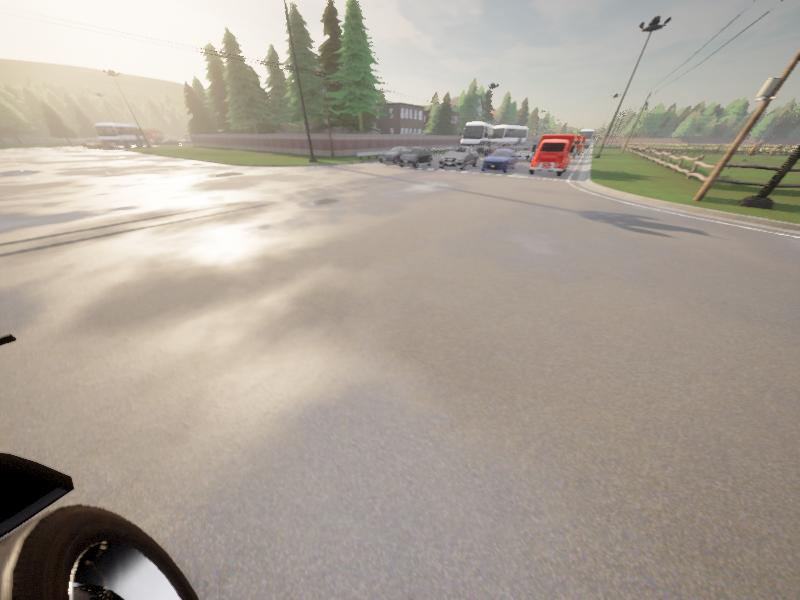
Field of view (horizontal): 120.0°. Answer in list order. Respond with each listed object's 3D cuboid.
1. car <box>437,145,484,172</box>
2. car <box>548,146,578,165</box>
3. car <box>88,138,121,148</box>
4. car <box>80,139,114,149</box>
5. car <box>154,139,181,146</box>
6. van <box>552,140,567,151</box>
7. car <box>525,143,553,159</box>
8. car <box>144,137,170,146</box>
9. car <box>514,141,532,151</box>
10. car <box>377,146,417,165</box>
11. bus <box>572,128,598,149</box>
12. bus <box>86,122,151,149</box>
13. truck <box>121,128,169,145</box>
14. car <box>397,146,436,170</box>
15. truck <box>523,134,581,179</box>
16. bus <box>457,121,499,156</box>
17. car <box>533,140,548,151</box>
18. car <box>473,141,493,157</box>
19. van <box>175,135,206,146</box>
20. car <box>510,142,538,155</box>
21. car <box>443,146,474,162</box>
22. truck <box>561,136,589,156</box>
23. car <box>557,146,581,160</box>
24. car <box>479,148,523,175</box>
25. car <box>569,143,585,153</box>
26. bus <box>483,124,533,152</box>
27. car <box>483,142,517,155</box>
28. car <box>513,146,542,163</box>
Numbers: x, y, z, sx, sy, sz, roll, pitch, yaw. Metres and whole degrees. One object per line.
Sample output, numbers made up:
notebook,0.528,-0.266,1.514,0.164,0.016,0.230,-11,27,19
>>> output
car,5.397,-12.601,20.416,2.152,1.651,5.027,21,40,26
car,17.990,-16.000,25.435,2.007,1.525,4.514,22,40,27
car,-66.965,-35.732,52.518,2.033,1.649,4.856,-7,36,-11
car,-61.420,-31.704,46.950,1.801,1.575,5.366,-12,37,-17
car,-63.489,-43.194,63.278,2.163,1.488,4.792,5,35,6
van,34.525,-33.459,49.942,1.775,1.987,4.442,22,41,28
car,19.239,-20.645,31.907,2.242,1.667,4.611,22,41,28
car,-66.925,-43.794,63.750,1.932,1.855,4.605,5,35,6
car,27.689,-34.657,51.898,2.152,1.651,5.027,25,42,31
car,-0.216,-15.016,23.943,1.812,1.442,4.674,21,40,27
bus,50.954,-44.340,63.564,3.944,4.253,10.273,22,40,28
bus,-58.764,-34.702,48.867,3.944,4.253,10.273,-12,37,-17
truck,-73.229,-47.178,66.793,2.891,3.827,8.468,6,36,8
car,1.506,-12.858,20.801,1.789,1.549,3.705,21,40,26
truck,11.502,-10.936,17.374,2.627,2.467,5.204,21,40,26
bus,13.181,-26.927,38.533,3.944,4.253,10.273,17,38,21
car,30.802,-33.882,50.588,1.905,1.878,3.866,22,41,28
car,12.121,-22.096,33.703,1.905,1.878,3.866,16,38,21
van,-59.342,-45.467,65.707,2.351,2.431,6.366,6,36,8
car,20.530,-25.068,38.190,2.242,1.667,4.611,30,44,34
car,6.992,-17.413,27.474,1.994,1.385,4.181,22,41,28
truck,28.562,-25.164,37.696,2.627,2.467,5.204,22,41,27
car,22.933,-20.038,31.344,1.994,1.385,4.181,22,40,27
car,8.369,-11.500,18.956,1.882,1.535,5.008,21,40,26
car,35.587,-30.541,46.351,1.994,1.385,4.181,22,41,28
bus,22.075,-32.965,47.157,10.273,4.253,3.944,-26,43,-33
car,16.156,-24.494,37.337,4.611,1.667,2.242,-16,38,-21
car,14.704,-16.803,26.586,1.970,1.475,3.806,22,40,27
